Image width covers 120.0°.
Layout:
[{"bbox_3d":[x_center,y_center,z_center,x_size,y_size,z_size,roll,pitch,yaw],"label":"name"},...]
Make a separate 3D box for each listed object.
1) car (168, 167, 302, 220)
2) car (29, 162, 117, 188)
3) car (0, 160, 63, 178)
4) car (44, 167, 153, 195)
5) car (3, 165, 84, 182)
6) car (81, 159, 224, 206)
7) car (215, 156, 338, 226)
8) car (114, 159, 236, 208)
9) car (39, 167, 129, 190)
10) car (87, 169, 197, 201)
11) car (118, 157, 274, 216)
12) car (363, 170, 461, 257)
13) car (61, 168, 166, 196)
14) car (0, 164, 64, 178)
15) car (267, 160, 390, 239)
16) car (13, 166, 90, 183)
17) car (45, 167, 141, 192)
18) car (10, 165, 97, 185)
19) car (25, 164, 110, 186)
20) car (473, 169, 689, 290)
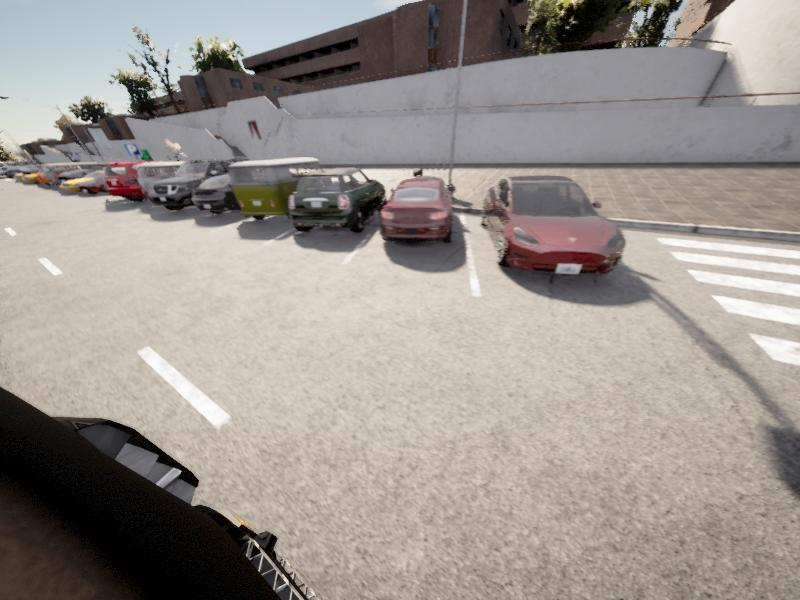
[{"bbox_3d":[-7.108,-5.166,10.849,2.231,1.521,4.892,4,33,10],"label":"car"},{"bbox_3d":[-32.951,-12.823,23.546,1.878,1.987,4.442,5,34,9],"label":"car"},{"bbox_3d":[-58.766,-20.673,36.417,2.435,2.045,5.566,4,34,9],"label":"car"},{"bbox_3d":[-25.210,-10.307,19.761,1.946,1.575,5.366,4,34,9],"label":"car"},{"bbox_3d":[-45.882,-16.488,29.989,1.946,1.575,5.366,5,34,9],"label":"car"},{"bbox_3d":[-14.858,-7.625,14.635,2.435,2.045,5.566,4,33,9],"label":"car"},{"bbox_3d":[-4.514,-4.680,9.529,1.878,1.987,4.442,4,33,10],"label":"car"},{"bbox_3d":[-12.291,-6.781,13.229,1.878,1.987,4.442,4,33,9],"label":"car"},{"bbox_3d":[-30.355,-11.896,22.506,2.002,1.452,4.674,4,34,9],"label":"car"},{"bbox_3d":[-17.435,-8.111,16.061,2.002,1.452,4.674,4,33,9],"label":"car"},{"bbox_3d":[-9.694,-6.107,11.990,2.435,2.045,5.566,4,33,9],"label":"car"},{"bbox_3d":[0.636,-2.908,6.979,2.002,1.452,4.674,4,33,10],"label":"car"},{"bbox_3d":[-22.603,-9.607,18.619,2.163,1.488,4.792,5,34,9],"label":"car"},{"bbox_3d":[-56.170,-19.680,35.255,2.231,1.521,4.892,5,34,9],"label":"car"},{"bbox_3d":[-1.954,-3.774,8.164,2.185,1.767,4.553,4,33,9],"label":"car"},{"bbox_3d":[-43.267,-15.798,28.910,2.163,1.488,4.792,4,34,9],"label":"car"},{"bbox_3d":[-27.766,-11.156,21.246,2.163,1.488,4.792,4,34,9],"label":"car"},{"bbox_3d":[-40.717,-14.929,27.442,1.946,1.575,5.366,5,34,9],"label":"car"},{"bbox_3d":[-35.530,-13.562,24.953,2.185,1.767,4.553,4,34,9],"label":"car"},{"bbox_3d":[3.237,-2.155,5.645,2.163,1.488,4.792,4,33,9],"label":"car"}]
